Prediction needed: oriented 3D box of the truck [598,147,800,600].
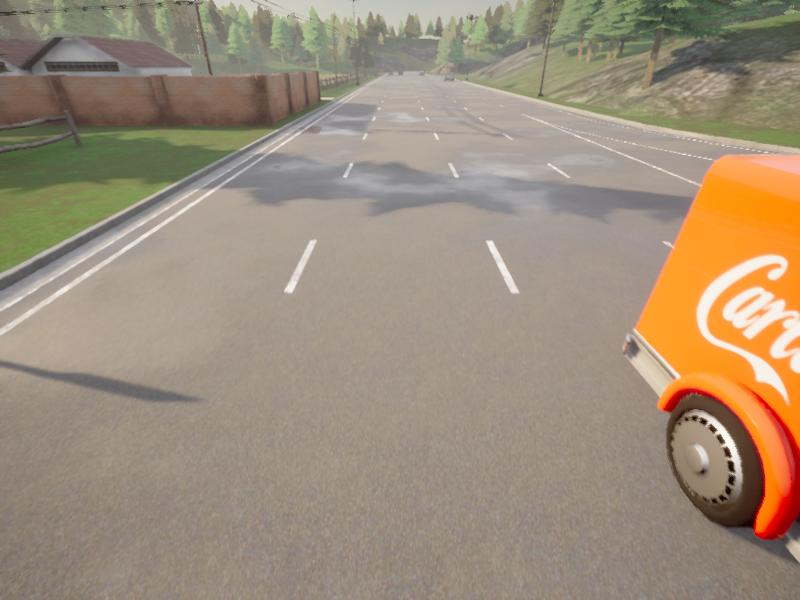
[{"bbox_3d":[3.521,1.141,1.598,2.627,2.467,5.204,0,30,0],"label":"truck"}]
